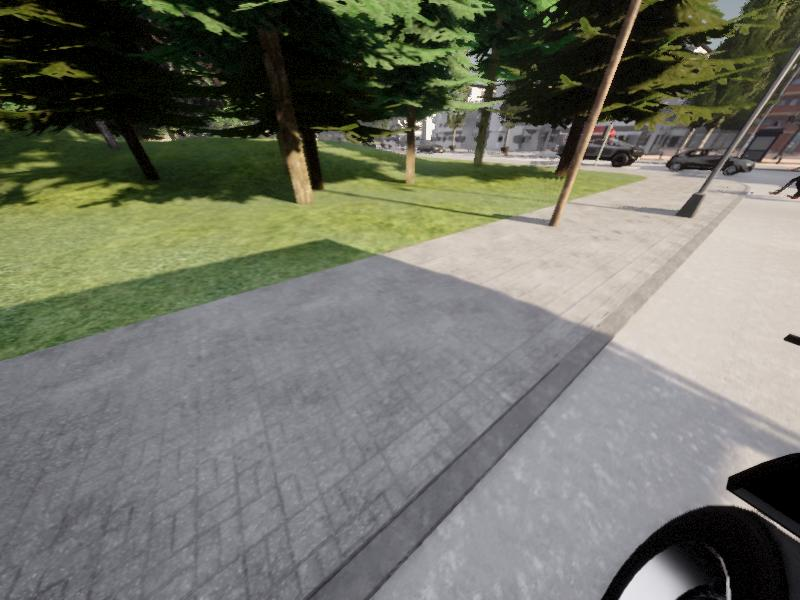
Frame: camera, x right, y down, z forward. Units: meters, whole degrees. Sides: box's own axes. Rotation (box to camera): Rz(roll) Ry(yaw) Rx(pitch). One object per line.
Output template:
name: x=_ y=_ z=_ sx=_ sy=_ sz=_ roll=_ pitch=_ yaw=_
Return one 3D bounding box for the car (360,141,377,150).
car: x=-7.911 y=-38.438 z=57.414 sx=1.930 sy=1.638 sz=5.238 roll=-22 pitch=41 yaw=-28

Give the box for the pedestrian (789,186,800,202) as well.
pedestrian: x=16.726 y=-4.864 z=9.027 sx=0.751 sy=1.860 sz=0.751 roll=-23 pitch=41 yaw=-28

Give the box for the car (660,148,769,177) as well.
car: x=22.177 y=-9.912 z=16.521 sx=1.816 sy=1.474 sz=4.193 roll=-20 pitch=40 yaw=-26

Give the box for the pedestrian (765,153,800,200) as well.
pedestrian: x=16.789 y=-5.263 z=9.592 sx=0.751 sy=1.860 sz=0.751 roll=20 pitch=40 yaw=27

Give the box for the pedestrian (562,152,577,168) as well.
pedestrian: x=13.749 y=-11.394 z=18.789 sx=0.500 sy=1.100 sz=0.500 roll=-24 pitch=42 yaw=-30

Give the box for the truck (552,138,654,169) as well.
truck: x=18.126 y=-13.544 z=21.161 sx=2.390 sy=2.098 sz=6.274 roll=-22 pitch=41 yaw=-28

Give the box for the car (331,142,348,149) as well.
car: x=-16.074 y=-40.938 z=61.206 sx=4.674 sy=1.442 sz=1.812 roll=30 pitch=45 yaw=35

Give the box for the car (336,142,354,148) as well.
car: x=-15.499 y=-43.568 z=65.052 sx=4.718 sy=1.301 sz=1.895 roll=18 pitch=39 yaw=24

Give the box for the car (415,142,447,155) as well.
car: x=4.860 y=-24.165 z=36.732 sx=2.152 sy=1.651 sz=5.027 roll=-22 pitch=41 yaw=-28
